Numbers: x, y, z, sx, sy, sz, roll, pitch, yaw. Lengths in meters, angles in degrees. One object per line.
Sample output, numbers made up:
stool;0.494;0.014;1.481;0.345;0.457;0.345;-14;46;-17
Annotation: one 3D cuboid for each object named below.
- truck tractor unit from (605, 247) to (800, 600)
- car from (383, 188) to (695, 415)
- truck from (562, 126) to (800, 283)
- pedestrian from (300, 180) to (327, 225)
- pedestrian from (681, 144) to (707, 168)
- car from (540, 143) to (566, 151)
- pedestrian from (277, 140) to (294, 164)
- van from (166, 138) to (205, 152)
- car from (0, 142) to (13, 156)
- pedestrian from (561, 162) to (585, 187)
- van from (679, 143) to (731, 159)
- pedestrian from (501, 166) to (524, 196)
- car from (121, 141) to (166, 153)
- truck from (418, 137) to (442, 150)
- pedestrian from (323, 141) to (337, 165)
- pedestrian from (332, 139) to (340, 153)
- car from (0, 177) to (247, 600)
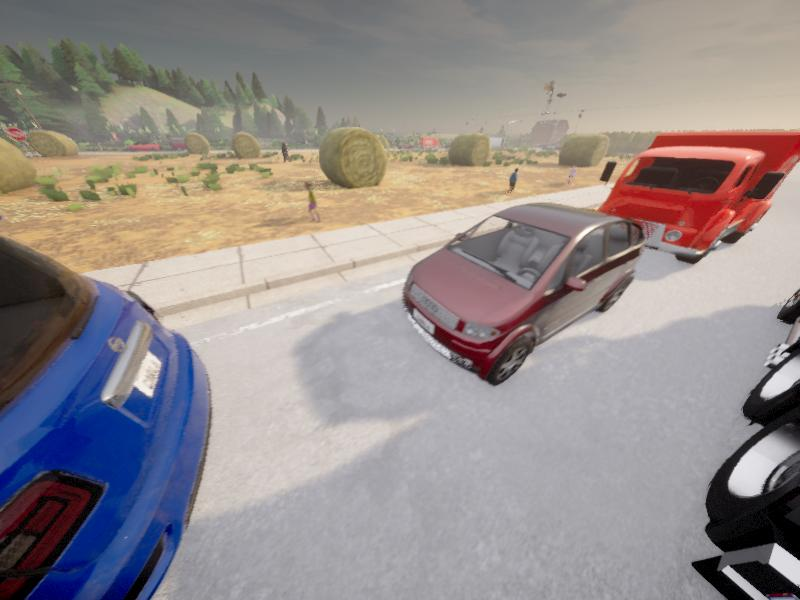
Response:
truck tractor unit;5.083;-0.325;0.828;6.516;4.208;3.053;-19;39;-26
car;1.841;-0.458;3.310;3.705;1.549;1.789;-19;40;-26
truck;7.387;-2.761;5.868;5.204;2.467;2.627;-19;39;-26
pedestrian;-2.517;-2.865;6.774;0.500;1.100;0.500;-12;37;-17
pedestrian;28.037;-13.733;22.023;0.751;1.860;0.751;-26;43;-33
car;39.368;-39.566;59.677;2.038;1.542;4.974;-18;39;-24
pedestrian;-10.924;-14.113;22.043;0.751;1.860;0.751;9;36;12
van;-37.920;-27.528;41.018;4.442;1.987;1.775;-17;38;-23
car;-56.204;-20.584;31.347;4.514;1.525;2.007;10;36;12
pedestrian;9.472;-6.874;12.652;0.500;1.100;0.500;-10;36;-14
van;50.597;-24.879;38.424;2.069;2.038;4.480;-19;39;-25
pedestrian;5.121;-5.429;10.534;0.500;1.100;0.500;-25;42;-31
car;-43.052;-25.818;38.911;4.514;1.525;2.007;-17;38;-23
truck;7.454;-38.915;57.441;5.204;2.467;2.627;-16;38;-23
pedestrian;-6.444;-13.597;21.368;0.751;1.860;0.751;5;35;6
pedestrian;-10.492;-25.135;37.773;0.751;1.860;0.751;13;37;17
car;-3.800;1.305;0.290;5.566;2.045;2.150;-19;40;-26
